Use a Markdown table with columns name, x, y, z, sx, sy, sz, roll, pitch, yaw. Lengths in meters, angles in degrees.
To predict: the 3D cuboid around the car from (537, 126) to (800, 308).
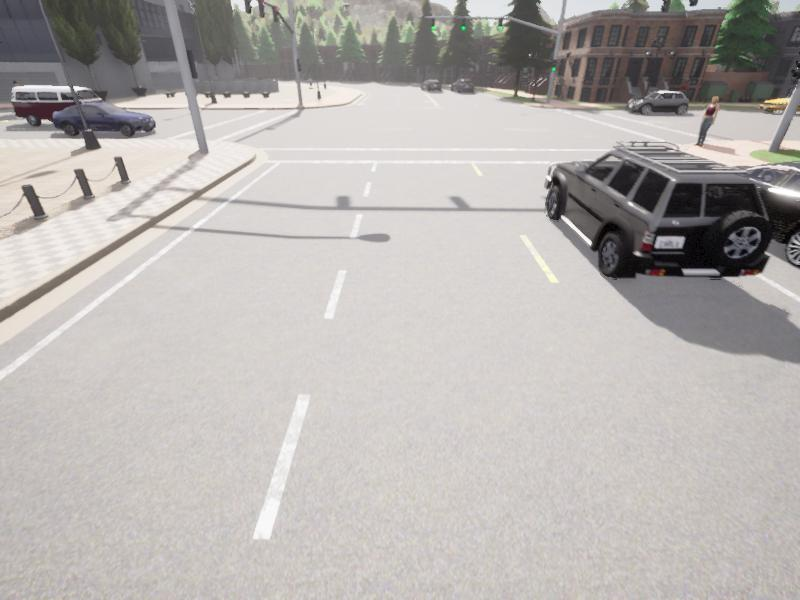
| name | x | y | z | sx | sy | sz | roll | pitch | yaw |
| --- | --- | --- | --- | --- | --- | --- | --- | --- | --- |
| car | 4.315 | -1.863 | 7.330 | 1.932 | 1.855 | 4.605 | 0 | 31 | 0 |

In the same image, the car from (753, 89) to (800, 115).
| name | x | y | z | sx | sy | sz | roll | pitch | yaw |
| --- | --- | --- | --- | --- | --- | --- | --- | --- | --- |
| car | 29.222 | -14.279 | 28.867 | 5.366 | 1.575 | 1.801 | 0 | 30 | 1 |

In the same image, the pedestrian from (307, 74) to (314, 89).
| name | x | y | z | sx | sy | sz | roll | pitch | yaw |
| --- | --- | --- | --- | --- | --- | --- | --- | --- | --- |
| pedestrian | -12.990 | -31.641 | 57.890 | 0.751 | 1.860 | 0.751 | -2 | 30 | -4 |

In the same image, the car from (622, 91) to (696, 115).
| name | x | y | z | sx | sy | sz | roll | pitch | yaw |
| --- | --- | --- | --- | --- | --- | --- | --- | --- | --- |
| car | 18.657 | -14.293 | 28.985 | 3.806 | 1.475 | 1.970 | 0 | 30 | 0 |

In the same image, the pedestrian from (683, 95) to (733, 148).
| name | x | y | z | sx | sy | sz | roll | pitch | yaw |
| --- | --- | --- | --- | --- | --- | --- | --- | --- | --- |
| pedestrian | 12.296 | -7.134 | 16.013 | 0.751 | 1.860 | 0.751 | -11 | 32 | -18 |

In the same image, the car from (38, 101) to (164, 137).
| name | x | y | z | sx | sy | sz | roll | pitch | yaw |
| --- | --- | --- | --- | --- | --- | --- | --- | --- | --- |
| car | -14.922 | -9.134 | 20.168 | 4.674 | 1.442 | 1.812 | 1 | 30 | 2 |

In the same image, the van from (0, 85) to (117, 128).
| name | x | y | z | sx | sy | sz | roll | pitch | yaw |
| --- | --- | --- | --- | --- | --- | --- | --- | --- | --- |
| van | -19.621 | -11.209 | 23.120 | 4.480 | 2.038 | 2.069 | 0 | 30 | 0 |

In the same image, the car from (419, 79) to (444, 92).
| name | x | y | z | sx | sy | sz | roll | pitch | yaw |
| --- | --- | --- | --- | --- | --- | --- | --- | --- | --- |
| car | 4.223 | -29.485 | 54.940 | 2.163 | 1.488 | 4.792 | -6 | 31 | -10 |

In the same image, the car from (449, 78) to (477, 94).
| name | x | y | z | sx | sy | sz | roll | pitch | yaw |
| --- | --- | --- | --- | --- | --- | --- | --- | --- | --- |
| car | 8.177 | -28.164 | 52.619 | 2.242 | 1.667 | 4.611 | -5 | 31 | -8 |

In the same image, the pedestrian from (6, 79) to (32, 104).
| name | x | y | z | sx | sy | sz | roll | pitch | yaw |
| --- | --- | --- | --- | --- | --- | --- | --- | --- | --- |
| pedestrian | -32.663 | -17.887 | 34.352 | 0.751 | 1.860 | 0.751 | 9 | 31 | 14 |

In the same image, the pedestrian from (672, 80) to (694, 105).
| name | x | y | z | sx | sy | sz | roll | pitch | yaw |
| --- | --- | --- | --- | --- | --- | --- | --- | --- | --- |
| pedestrian | 24.093 | -17.703 | 34.091 | 0.751 | 1.860 | 0.751 | -3 | 30 | -5 |

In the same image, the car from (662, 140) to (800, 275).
| name | x | y | z | sx | sy | sz | roll | pitch | yaw |
| --- | --- | --- | --- | --- | --- | --- | --- | --- | --- |
| car | 7.803 | -1.933 | 7.815 | 2.128 | 1.511 | 4.902 | 0 | 30 | 1 |
